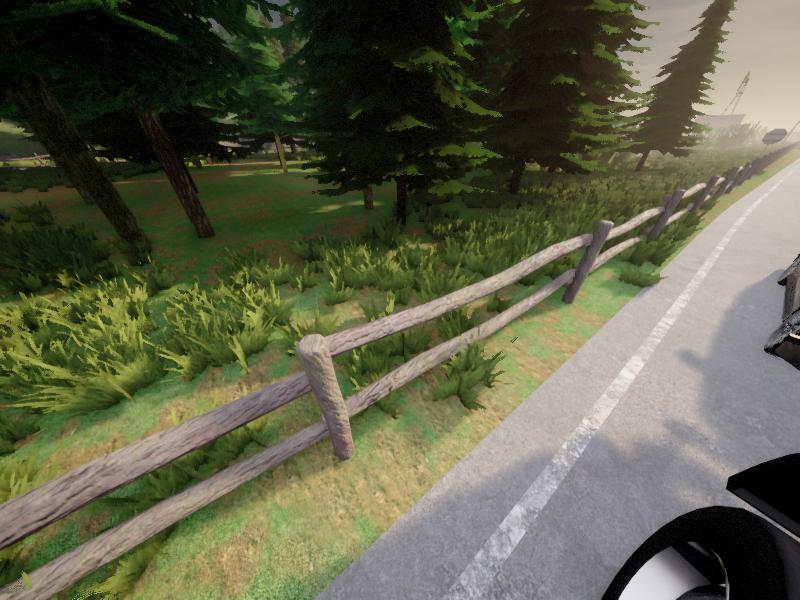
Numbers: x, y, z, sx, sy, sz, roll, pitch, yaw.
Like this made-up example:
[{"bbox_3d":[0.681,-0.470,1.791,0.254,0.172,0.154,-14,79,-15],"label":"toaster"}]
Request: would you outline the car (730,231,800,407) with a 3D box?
[{"bbox_3d":[6.425,-0.053,2.652,4.902,1.511,2.128,-22,41,-28],"label":"car"}]
